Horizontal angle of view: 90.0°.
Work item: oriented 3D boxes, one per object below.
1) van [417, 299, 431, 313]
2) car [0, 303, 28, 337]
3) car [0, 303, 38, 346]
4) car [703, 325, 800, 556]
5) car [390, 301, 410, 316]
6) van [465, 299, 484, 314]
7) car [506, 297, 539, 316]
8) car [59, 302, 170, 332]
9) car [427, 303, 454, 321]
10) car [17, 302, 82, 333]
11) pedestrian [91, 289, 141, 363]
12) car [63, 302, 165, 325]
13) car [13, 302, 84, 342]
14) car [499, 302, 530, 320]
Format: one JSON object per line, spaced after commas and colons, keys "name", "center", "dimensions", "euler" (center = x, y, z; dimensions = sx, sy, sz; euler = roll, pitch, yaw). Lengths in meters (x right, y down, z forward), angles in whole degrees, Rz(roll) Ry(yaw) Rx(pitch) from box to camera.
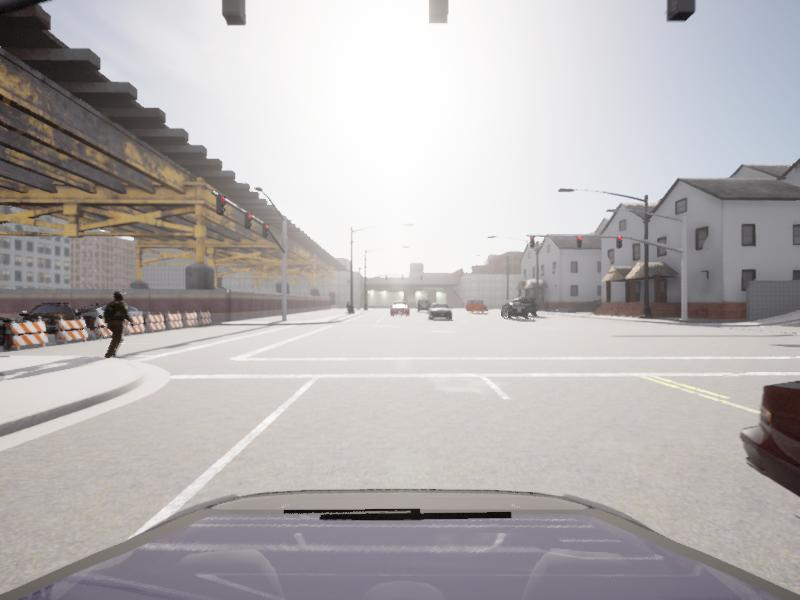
{"name": "van", "center": [3.514, 0.868, 59.144], "dimensions": [1.775, 1.987, 4.442], "euler": [0, 0, 0]}
{"name": "car", "center": [-15.970, 0.704, 13.760], "dimensions": [1.853, 1.218, 4.536], "euler": [0, 0, 44]}
{"name": "car", "center": [-15.934, 0.862, 13.797], "dimensions": [2.038, 1.542, 4.974], "euler": [0, 0, 44]}
{"name": "car", "center": [3.529, 0.902, 0.645], "dimensions": [2.033, 1.411, 5.357], "euler": [0, 0, 0]}
{"name": "car", "center": [-0.001, 0.968, 46.299], "dimensions": [2.242, 1.667, 4.611], "euler": [0, 0, 0]}
{"name": "van", "center": [10.570, 0.858, 56.887], "dimensions": [1.775, 1.987, 4.442], "euler": [0, 0, -1]}
{"name": "car", "center": [13.919, 0.776, 45.832], "dimensions": [2.150, 2.045, 5.566], "euler": [0, -1, 0]}
{"name": "car", "center": [-16.736, 0.907, 23.772], "dimensions": [2.038, 1.542, 4.974], "euler": [0, 0, 29]}
{"name": "car", "center": [3.503, 1.007, 35.360], "dimensions": [1.837, 1.490, 4.892], "euler": [0, 0, 0]}
{"name": "car", "center": [-15.977, 0.725, 18.447], "dimensions": [1.853, 1.218, 4.536], "euler": [0, 0, -36]}
{"name": "pedestrian", "center": [-7.370, 0.651, 10.401], "dimensions": [0.751, 1.860, 0.751], "euler": [0, 0, 11]}
{"name": "car", "center": [-16.760, 0.749, 23.726], "dimensions": [1.853, 1.218, 4.536], "euler": [0, 0, 29]}
{"name": "car", "center": [-15.946, 0.883, 18.405], "dimensions": [2.038, 1.542, 4.974], "euler": [0, 0, -36]}
{"name": "car", "center": [10.498, 0.989, 37.013], "dimensions": [1.789, 1.549, 3.705], "euler": [0, 0, 0]}
